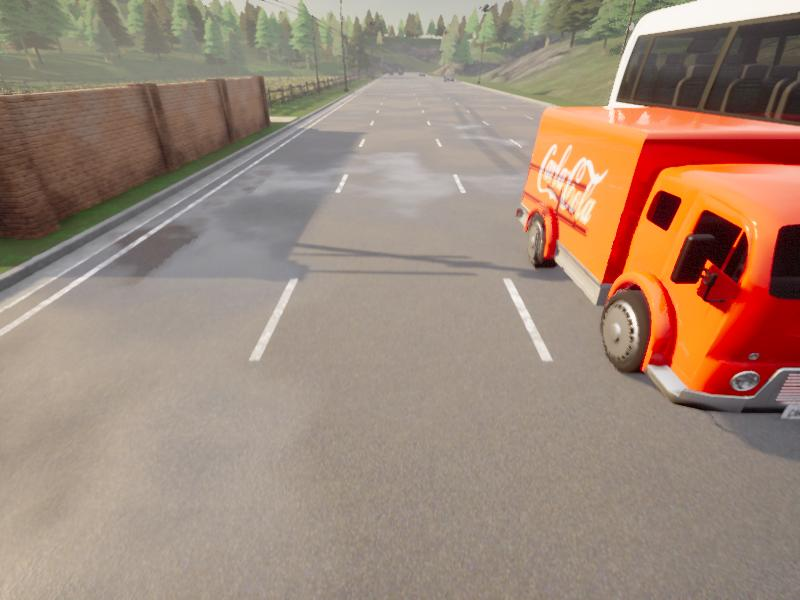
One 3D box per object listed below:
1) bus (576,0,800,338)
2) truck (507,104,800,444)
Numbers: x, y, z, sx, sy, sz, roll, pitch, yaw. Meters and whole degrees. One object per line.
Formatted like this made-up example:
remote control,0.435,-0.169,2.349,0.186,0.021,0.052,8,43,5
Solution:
bus,7.132,-2.588,6.228,3.944,4.253,10.273,0,30,0
truck,3.510,-1.038,5.341,2.627,2.467,5.204,0,30,0
